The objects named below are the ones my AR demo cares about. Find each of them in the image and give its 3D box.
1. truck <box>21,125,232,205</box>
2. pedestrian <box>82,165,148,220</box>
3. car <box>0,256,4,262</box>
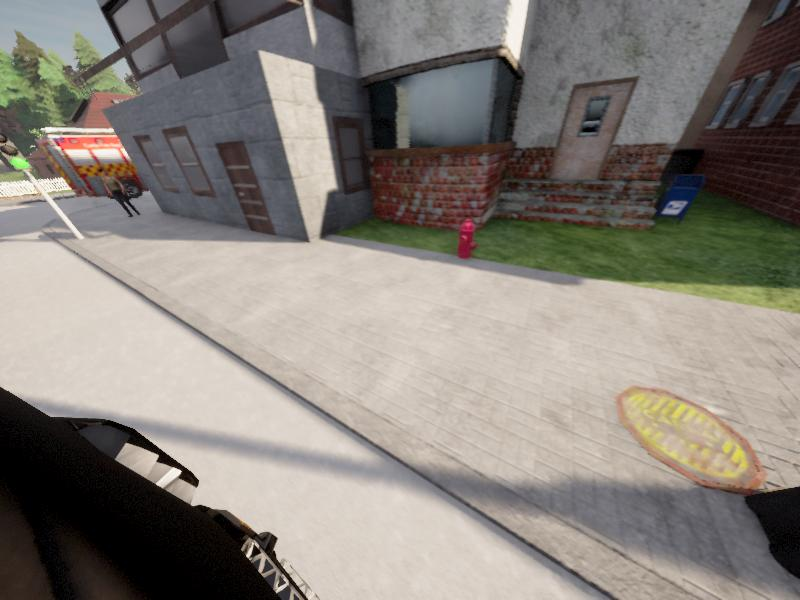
[{"bbox_3d":[-17.739,-9.769,16.441,2.891,3.827,8.468,12,36,21],"label":"truck"},{"bbox_3d":[-11.444,-4.348,9.384,0.751,1.860,0.751,-21,38,-24],"label":"pedestrian"},{"bbox_3d":[-13.199,-1.772,6.158,3.988,1.617,1.851,16,38,26],"label":"car"}]
